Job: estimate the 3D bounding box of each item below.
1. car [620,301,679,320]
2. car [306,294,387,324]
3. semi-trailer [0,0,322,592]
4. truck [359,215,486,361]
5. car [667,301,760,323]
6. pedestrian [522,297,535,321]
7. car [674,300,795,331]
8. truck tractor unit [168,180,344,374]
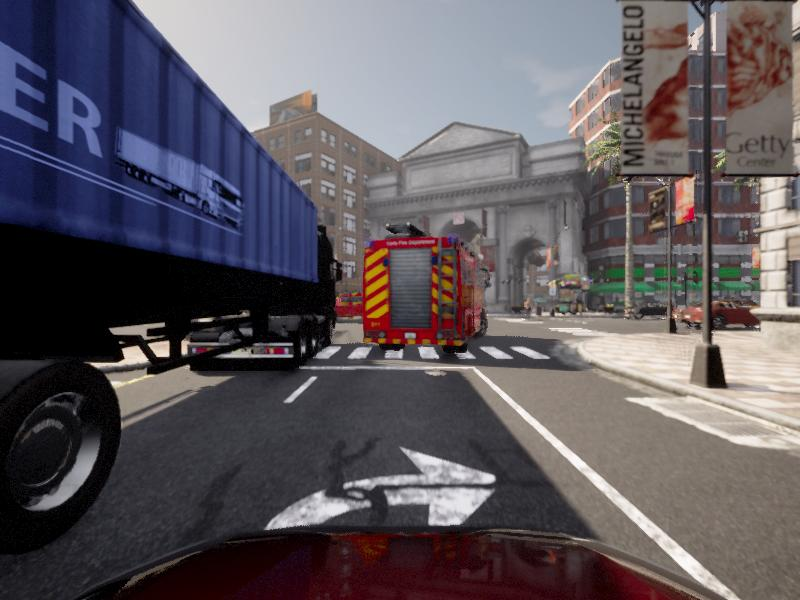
[{"bbox_3d":[20.508,0.857,33.005,3.705,1.549,1.789,0,0,0],"label":"car"},{"bbox_3d":[-3.859,0.605,28.990,5.566,2.045,2.150,0,0,-9],"label":"car"},{"bbox_3d":[-3.529,-0.611,4.049,2.717,4.402,14.254,0,0,0],"label":"semi-trailer"},{"bbox_3d":[1.433,-0.302,14.975,2.891,3.827,8.468,0,0,16],"label":"truck"},{"bbox_3d":[22.974,0.839,29.459,5.366,1.575,1.801,0,0,0],"label":"car"},{"bbox_3d":[9.908,0.676,30.947,0.751,1.860,0.751,0,0,0],"label":"pedestrian"},{"bbox_3d":[18.681,0.809,22.518,5.027,1.651,2.152,0,0,0],"label":"car"},{"bbox_3d":[-3.585,-0.503,11.961,3.053,4.208,6.516,0,0,-1],"label":"truck tractor unit"}]
